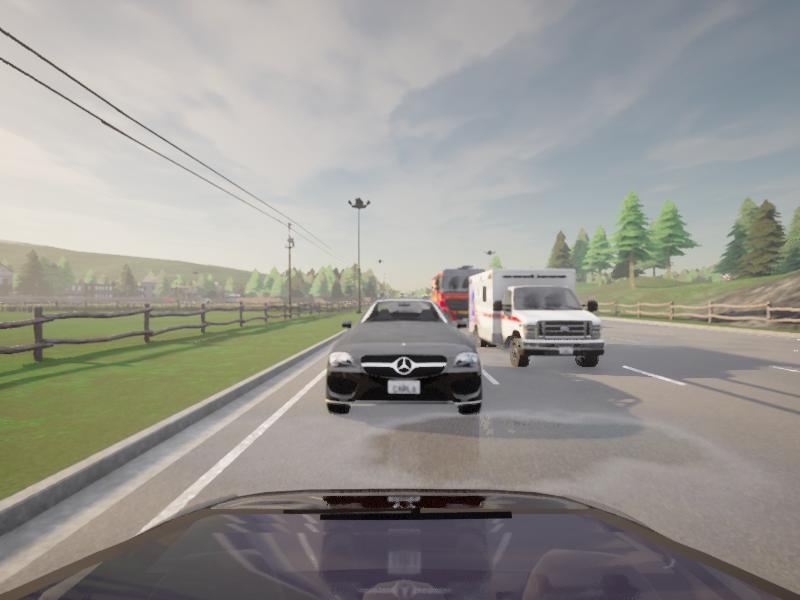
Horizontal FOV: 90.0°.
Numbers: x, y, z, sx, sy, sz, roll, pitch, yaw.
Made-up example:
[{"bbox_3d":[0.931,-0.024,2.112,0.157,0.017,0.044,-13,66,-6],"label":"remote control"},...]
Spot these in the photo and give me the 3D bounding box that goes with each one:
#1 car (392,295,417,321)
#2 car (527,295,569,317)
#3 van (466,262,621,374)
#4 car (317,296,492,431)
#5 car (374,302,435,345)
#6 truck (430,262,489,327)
[{"bbox_3d":[0.399,0.638,33.810,1.932,1.855,4.605,0,3,1],"label":"car"},{"bbox_3d":[14.464,0.568,39.457,2.150,2.045,5.566,0,0,1],"label":"car"},{"bbox_3d":[3.623,0.379,11.825,2.351,2.431,6.366,0,0,1],"label":"van"},{"bbox_3d":[0.078,0.781,7.433,2.152,1.651,5.027,0,0,1],"label":"car"},{"bbox_3d":[0.187,0.851,16.494,2.163,1.488,4.792,0,0,1],"label":"car"},{"bbox_3d":[3.815,-0.322,27.591,2.891,3.827,8.468,0,0,1],"label":"truck"}]
